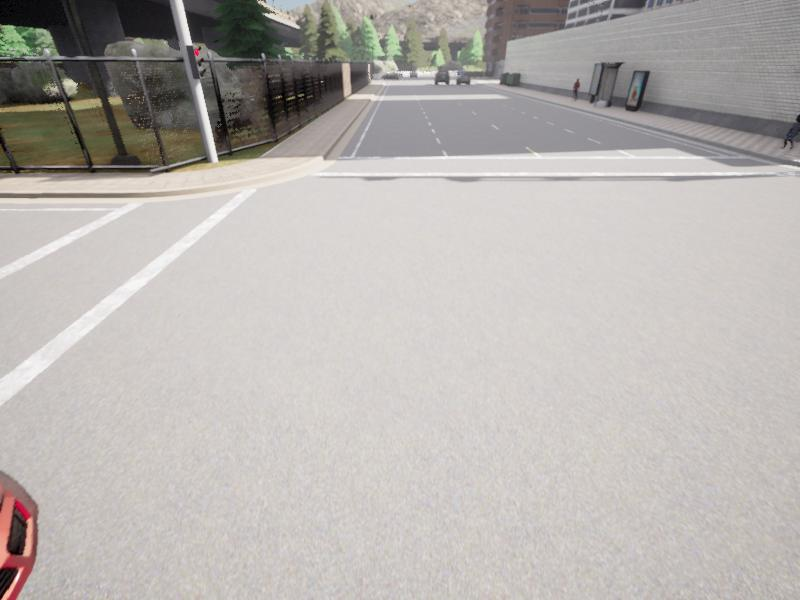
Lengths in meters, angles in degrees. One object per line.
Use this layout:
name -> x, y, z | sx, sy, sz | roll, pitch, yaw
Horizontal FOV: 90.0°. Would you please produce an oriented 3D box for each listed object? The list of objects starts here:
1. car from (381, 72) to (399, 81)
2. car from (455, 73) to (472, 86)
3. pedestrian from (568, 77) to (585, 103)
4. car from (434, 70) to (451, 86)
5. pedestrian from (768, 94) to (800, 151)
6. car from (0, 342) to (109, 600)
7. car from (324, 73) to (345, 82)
car -> -2.000, -46.546, 83.358 | 3.705, 1.549, 1.789 | 0, 31, 0
car -> 10.421, -36.360, 65.888 | 2.033, 1.649, 4.856 | 0, 31, 0
pedestrian -> 14.669, -17.429, 33.224 | 0.751, 1.860, 0.751 | 2, 31, 3
car -> 6.921, -36.567, 65.848 | 2.150, 2.045, 5.566 | 0, 31, 0
pedestrian -> 14.796, -6.599, 14.859 | 0.751, 1.860, 0.751 | -1, 31, -2
car -> -4.575, 1.518, 1.725 | 4.611, 1.667, 2.242 | -1, 31, 0
car -> -12.695, -42.988, 77.339 | 3.705, 1.549, 1.789 | 0, 31, 0
